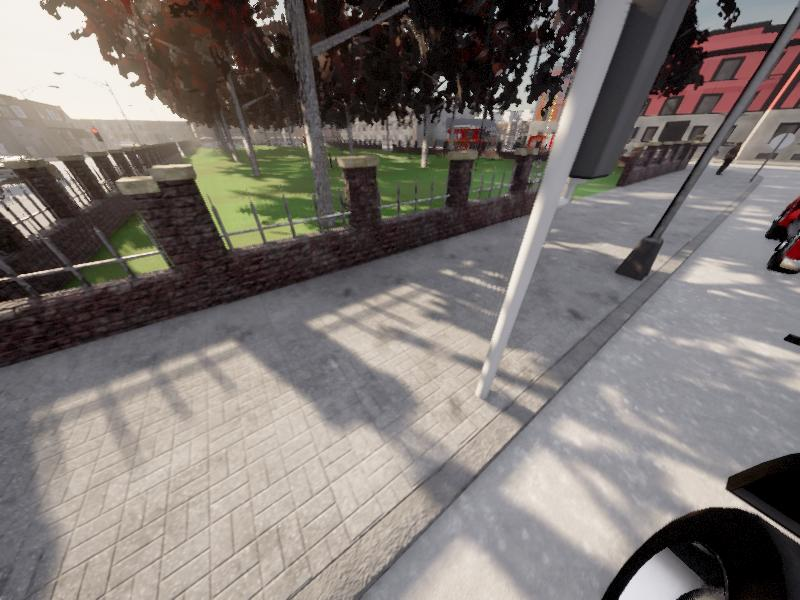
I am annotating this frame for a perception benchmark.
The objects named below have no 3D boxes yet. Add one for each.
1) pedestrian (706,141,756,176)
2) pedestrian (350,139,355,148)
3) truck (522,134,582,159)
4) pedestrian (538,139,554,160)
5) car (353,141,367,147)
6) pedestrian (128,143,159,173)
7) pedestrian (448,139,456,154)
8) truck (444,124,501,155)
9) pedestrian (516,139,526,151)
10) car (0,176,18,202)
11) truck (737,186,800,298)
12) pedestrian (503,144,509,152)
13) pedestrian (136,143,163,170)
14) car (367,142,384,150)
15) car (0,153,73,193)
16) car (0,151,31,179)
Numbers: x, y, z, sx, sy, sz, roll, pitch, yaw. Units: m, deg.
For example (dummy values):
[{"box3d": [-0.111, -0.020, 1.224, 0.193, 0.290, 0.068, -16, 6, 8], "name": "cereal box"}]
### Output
[{"box3d": [20.879, -8.950, 14.632, 0.751, 1.860, 0.751, 4, 35, 6], "name": "pedestrian"}, {"box3d": [-12.112, -40.260, 59.305, 0.751, 1.860, 0.751, -20, 40, -26], "name": "pedestrian"}, {"box3d": [19.093, -19.556, 29.390, 2.627, 2.467, 5.204, -23, 41, -28], "name": "truck"}, {"box3d": [16.319, -16.864, 25.897, 0.751, 1.860, 0.751, -22, 41, -28], "name": "pedestrian"}, {"box3d": [-12.659, -49.118, 72.673, 2.033, 1.649, 4.856, -22, 41, -28], "name": "car"}, {"box3d": [-19.139, -10.629, 17.301, 0.751, 1.860, 0.751, -23, 41, -28], "name": "pedestrian"}, {"box3d": [8.032, -23.678, 35.626, 0.751, 1.860, 0.751, -22, 41, -28], "name": "pedestrian"}, {"box3d": [11.497, -26.351, 37.912, 2.891, 3.827, 8.468, -22, 41, -28], "name": "truck"}, {"box3d": [21.812, -27.896, 41.598, 0.751, 1.860, 0.751, -8, 36, -10], "name": "pedestrian"}, {"box3d": [-17.958, -4.250, 8.662, 2.033, 1.649, 4.856, -23, 41, -29], "name": "car"}, {"box3d": [9.403, -1.688, 4.056, 5.204, 2.467, 2.627, -24, 41, -27], "name": "truck"}, {"box3d": [18.495, -26.685, 40.479, 0.500, 1.100, 0.500, -19, 39, -24], "name": "pedestrian"}, {"box3d": [-20.654, -11.893, 19.106, 0.751, 1.860, 0.751, -22, 41, -28], "name": "pedestrian"}, {"box3d": [-6.355, -39.817, 59.694, 2.152, 1.651, 5.027, -22, 41, -28], "name": "car"}, {"box3d": [-21.832, -7.448, 13.331, 2.128, 1.511, 4.902, -24, 42, -30], "name": "car"}, {"box3d": [-29.646, -9.606, 16.468, 1.837, 1.490, 4.892, -22, 40, -28], "name": "car"}]
